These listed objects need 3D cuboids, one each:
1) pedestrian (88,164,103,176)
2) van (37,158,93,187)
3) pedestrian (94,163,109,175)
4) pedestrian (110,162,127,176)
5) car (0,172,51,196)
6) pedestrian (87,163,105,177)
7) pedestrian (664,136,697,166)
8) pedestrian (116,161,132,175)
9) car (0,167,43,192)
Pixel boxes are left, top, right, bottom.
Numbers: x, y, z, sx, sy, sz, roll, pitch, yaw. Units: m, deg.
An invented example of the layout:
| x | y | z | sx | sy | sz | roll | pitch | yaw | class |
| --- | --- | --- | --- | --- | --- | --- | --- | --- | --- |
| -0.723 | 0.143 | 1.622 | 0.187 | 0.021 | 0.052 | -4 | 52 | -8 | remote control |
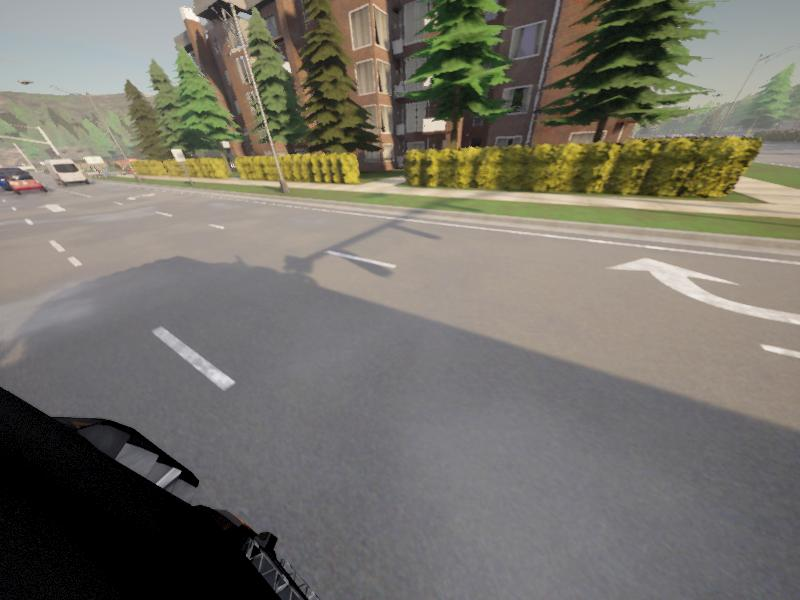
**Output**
| x | y | z | sx | sy | sz | roll | pitch | yaw | class |
| --- | --- | --- | --- | --- | --- | --- | --- | --- | --- |
| -55.204 | -23.625 | 41.863 | 0.751 | 1.860 | 0.751 | 17 | 38 | 27 | pedestrian |
| -38.042 | -14.450 | 26.210 | 5.915 | 2.561 | 1.988 | 17 | 38 | 27 | van |
| -55.149 | -24.149 | 42.658 | 0.751 | 1.860 | 0.751 | 14 | 37 | 23 | pedestrian |
| -43.588 | -20.321 | 35.768 | 0.751 | 1.860 | 0.751 | 16 | 38 | 26 | pedestrian |
| -34.234 | -10.621 | 20.998 | 3.988 | 1.617 | 1.851 | 17 | 38 | 27 | car |
| -47.121 | -20.210 | 35.834 | 0.751 | 1.860 | 0.751 | 13 | 37 | 23 | pedestrian |
| 20.730 | -11.042 | 17.143 | 0.751 | 1.860 | 0.751 | 18 | 39 | 28 | pedestrian |
| -44.726 | -21.369 | 37.432 | 0.751 | 1.860 | 0.751 | 17 | 38 | 27 | pedestrian |
| -40.310 | -12.669 | 24.130 | 5.566 | 2.045 | 2.150 | 17 | 38 | 27 | car |
